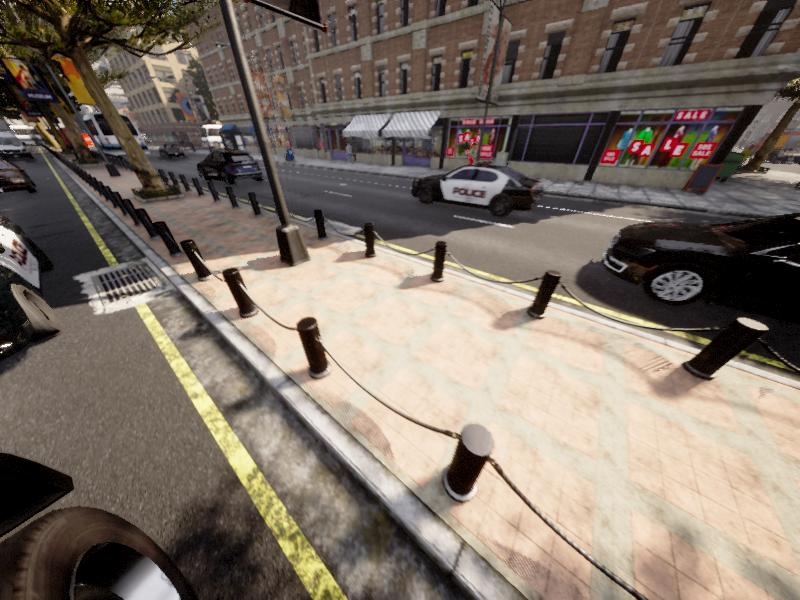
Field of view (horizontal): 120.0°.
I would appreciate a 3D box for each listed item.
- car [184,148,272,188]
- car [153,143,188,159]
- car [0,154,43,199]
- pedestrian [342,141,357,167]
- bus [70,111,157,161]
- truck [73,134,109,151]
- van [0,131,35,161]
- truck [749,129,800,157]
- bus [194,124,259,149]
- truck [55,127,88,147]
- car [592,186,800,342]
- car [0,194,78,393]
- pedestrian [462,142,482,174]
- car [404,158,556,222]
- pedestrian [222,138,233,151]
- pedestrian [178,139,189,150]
[{"bbox_3d":[-10.296,-8.033,13.837,4.856,1.649,2.033,21,40,27],"label":"car"},{"bbox_3d":[-28.153,-18.290,28.340,3.633,1.501,1.845,24,41,30],"label":"car"},{"bbox_3d":[-19.185,-5.892,10.906,5.357,1.411,2.033,24,41,30],"label":"car"},{"bbox_3d":[-4.291,-12.474,19.707,0.751,1.860,0.751,29,44,34],"label":"pedestrian"},{"bbox_3d":[-34.474,-19.601,27.775,10.273,4.253,3.944,24,41,30],"label":"bus"},{"bbox_3d":[-56.054,-28.587,41.897,5.204,2.467,2.627,24,41,30],"label":"truck"},{"bbox_3d":[-43.385,-17.161,25.705,5.915,2.561,1.988,24,41,30],"label":"van"},{"bbox_3d":[67.161,-27.788,40.798,2.891,3.827,8.468,24,41,29],"label":"truck"},{"bbox_3d":[-38.358,-36.491,51.771,3.944,4.253,10.273,23,41,29],"label":"bus"},{"bbox_3d":[-83.383,-41.348,58.600,8.468,3.827,2.891,24,41,30],"label":"truck"},{"bbox_3d":[6.122,-0.416,3.277,4.892,1.490,1.837,25,42,31],"label":"car"},{"bbox_3d":[-6.536,-0.304,2.964,4.974,1.542,2.038,24,41,30],"label":"car"},{"bbox_3d":[5.017,-9.954,16.214,0.751,1.860,0.751,-27,43,-33],"label":"pedestrian"},{"bbox_3d":[2.779,-4.488,9.000,4.974,1.542,2.038,24,41,30],"label":"car"},{"bbox_3d":[-30.768,-27.758,41.192,0.751,1.860,0.751,-4,35,-6],"label":"pedestrian"},{"bbox_3d":[-41.318,-29.666,44.067,0.751,1.860,0.751,19,39,24],"label":"pedestrian"}]
